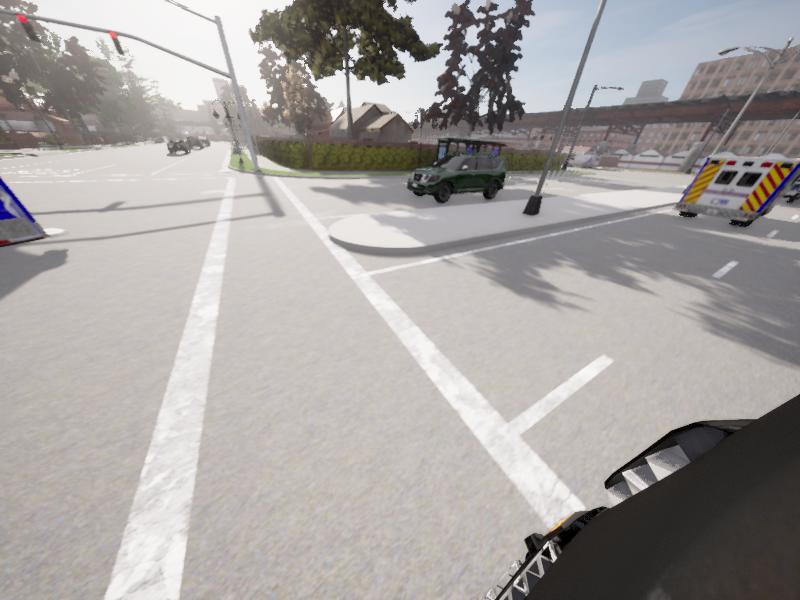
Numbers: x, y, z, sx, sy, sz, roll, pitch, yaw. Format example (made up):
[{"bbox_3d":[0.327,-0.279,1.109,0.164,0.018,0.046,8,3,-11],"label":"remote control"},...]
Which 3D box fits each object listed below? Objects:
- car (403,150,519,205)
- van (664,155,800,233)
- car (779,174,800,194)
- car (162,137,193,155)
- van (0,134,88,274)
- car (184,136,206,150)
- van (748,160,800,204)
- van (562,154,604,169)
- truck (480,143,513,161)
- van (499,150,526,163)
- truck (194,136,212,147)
[{"bbox_3d":[3.122,-6.427,12.013,5.566,2.045,2.150,-16,38,-26],"label":"car"},{"bbox_3d":[15.490,-4.977,10.461,6.366,2.431,2.351,-16,38,-26],"label":"van"},{"bbox_3d":[42.595,-11.972,23.840,5.027,1.651,2.152,-11,36,-20],"label":"car"},{"bbox_3d":[-30.235,-21.056,31.543,1.932,1.855,4.605,-16,38,-26],"label":"car"},{"bbox_3d":[-8.770,-0.641,2.034,2.351,2.431,6.366,12,35,13],"label":"van"},{"bbox_3d":[-40.184,-30.863,45.352,2.150,2.045,5.566,-16,38,-26],"label":"car"},{"bbox_3d":[30.245,-9.210,17.888,5.915,2.561,1.988,-16,38,-26],"label":"van"},{"bbox_3d":[38.967,-29.714,49.497,2.351,2.431,6.366,-16,38,-26],"label":"van"},{"bbox_3d":[28.807,-44.600,69.469,2.891,3.827,8.468,-16,39,-26],"label":"truck"},{"bbox_3d":[30.118,-38.730,62.092,1.988,2.561,5.915,-16,39,-26],"label":"van"},{"bbox_3d":[-48.920,-39.465,57.485,2.390,2.098,6.274,-16,38,-26],"label":"truck"}]
